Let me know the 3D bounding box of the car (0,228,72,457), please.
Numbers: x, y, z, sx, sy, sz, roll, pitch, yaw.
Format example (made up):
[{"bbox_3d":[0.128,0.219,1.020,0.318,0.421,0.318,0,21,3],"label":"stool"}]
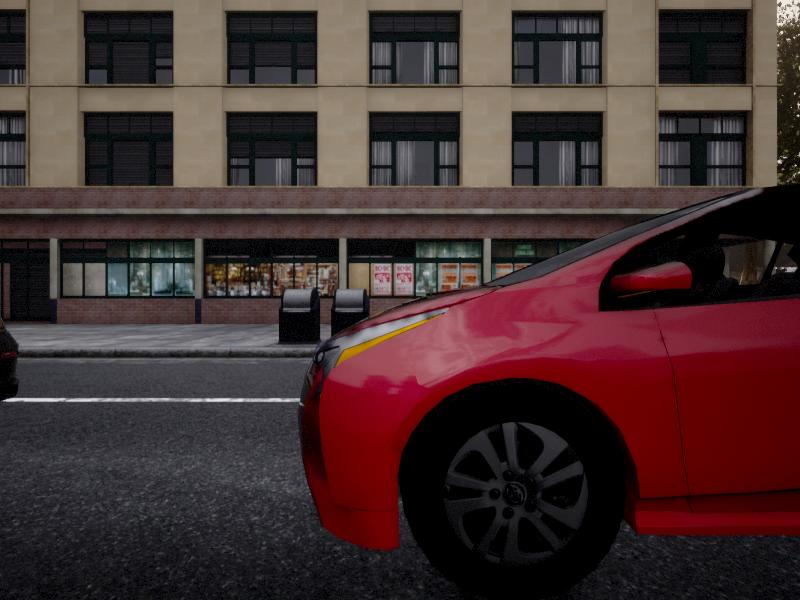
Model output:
[{"bbox_3d":[-4.859,0.270,2.172,4.674,1.442,1.812,0,0,0],"label":"car"}]

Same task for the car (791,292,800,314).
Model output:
[{"bbox_3d":[29.894,0.201,26.977,1.801,1.575,5.366,0,0,-1],"label":"car"}]

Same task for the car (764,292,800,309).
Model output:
[{"bbox_3d":[42.436,0.046,43.539,3.866,1.878,1.905,0,0,-1],"label":"car"}]

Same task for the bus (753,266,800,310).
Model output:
[{"bbox_3d":[42.316,-1.134,40.202,10.273,4.253,3.944,0,0,0],"label":"bus"}]

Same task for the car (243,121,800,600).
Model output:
[{"bbox_3d":[1.791,0.228,2.195,4.514,1.525,2.007,0,0,0],"label":"car"}]
